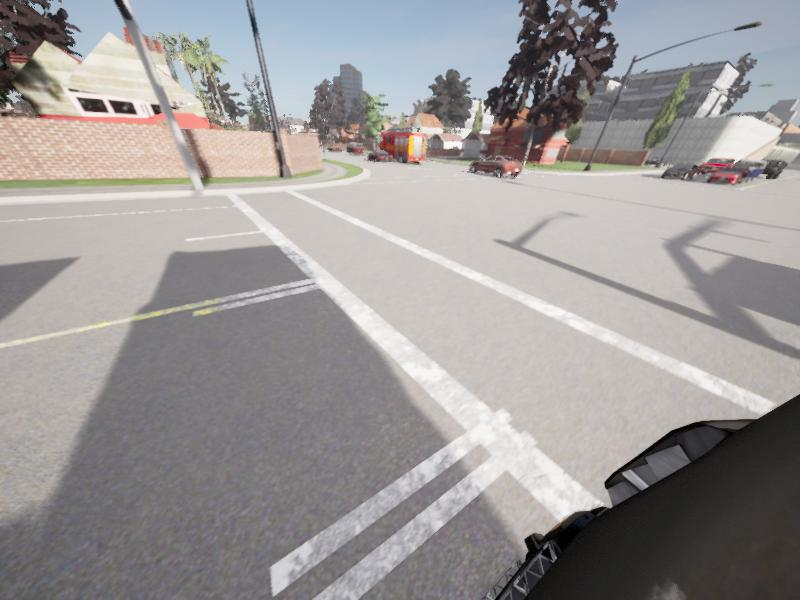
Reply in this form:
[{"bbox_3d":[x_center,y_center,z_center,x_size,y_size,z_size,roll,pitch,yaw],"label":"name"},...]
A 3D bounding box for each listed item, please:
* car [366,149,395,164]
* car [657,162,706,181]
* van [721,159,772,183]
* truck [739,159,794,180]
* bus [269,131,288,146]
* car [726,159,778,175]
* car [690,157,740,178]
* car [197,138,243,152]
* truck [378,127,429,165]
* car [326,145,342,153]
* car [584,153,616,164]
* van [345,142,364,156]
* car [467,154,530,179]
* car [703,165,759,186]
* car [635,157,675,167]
[{"bbox_3d":[-2.665,-19.300,31.017,1.994,1.385,4.181,-18,39,-27],"label":"car"},{"bbox_3d":[30.291,-13.868,24.837,4.892,1.490,1.837,-17,39,-26],"label":"car"},{"bbox_3d":[37.132,-13.853,24.778,4.442,1.987,1.775,-17,39,-26],"label":"van"},{"bbox_3d":[46.512,-16.636,29.322,6.274,2.098,2.390,-16,38,-25],"label":"truck"},{"bbox_3d":[-46.256,-61.286,87.693,3.944,4.253,10.273,-18,39,-27],"label":"bus"},{"bbox_3d":[57.062,-21.709,37.588,1.905,1.878,3.866,1,34,-3],"label":"car"},{"bbox_3d":[40.682,-17.178,29.813,5.566,2.045,2.150,-17,39,-24],"label":"car"},{"bbox_3d":[-27.079,-23.485,34.971,5.027,1.636,2.152,-18,39,-27],"label":"car"},{"bbox_3d":[0.156,-21.394,32.078,2.891,3.827,8.468,-17,39,-26],"label":"truck"},{"bbox_3d":[-15.067,-34.548,52.801,1.895,1.301,4.718,-18,39,-27],"label":"car"},{"bbox_3d":[44.473,-31.599,51.422,1.932,1.855,4.605,-17,39,-26],"label":"car"},{"bbox_3d":[-8.769,-28.939,44.299,1.775,1.987,4.442,-19,39,-28],"label":"van"},{"bbox_3d":[8.748,-12.343,21.209,2.152,1.651,5.027,-13,37,-22],"label":"car"},{"bbox_3d":[31.862,-12.075,22.261,4.514,1.525,2.007,-17,39,-26],"label":"car"},{"bbox_3d":[51.843,-28.142,47.092,2.128,1.511,4.902,-17,39,-26],"label":"car"}]
